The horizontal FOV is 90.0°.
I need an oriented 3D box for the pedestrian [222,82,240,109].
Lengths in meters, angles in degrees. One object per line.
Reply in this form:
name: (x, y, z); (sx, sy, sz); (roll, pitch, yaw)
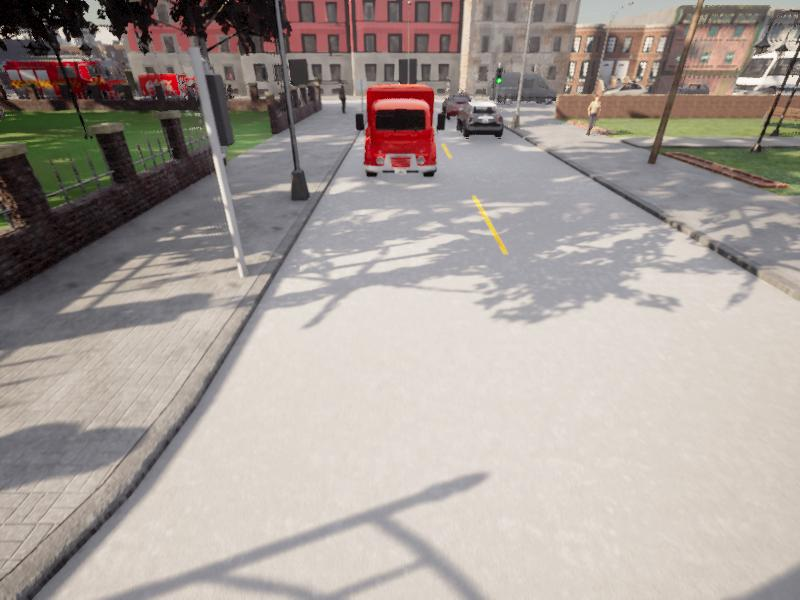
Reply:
pedestrian: (-13.267, -16.149, 31.527); (0.751, 1.860, 0.751); (0, 30, 0)

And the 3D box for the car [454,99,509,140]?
car: (4.005, -9.237, 20.341); (1.970, 1.475, 3.806); (0, 30, 0)

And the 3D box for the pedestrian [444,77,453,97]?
pedestrian: (5.214, -22.860, 43.011); (0.751, 1.860, 0.751); (1, 30, 1)

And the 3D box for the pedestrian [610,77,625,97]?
pedestrian: (23.506, -23.018, 43.287); (0.751, 1.860, 0.751); (3, 30, 6)

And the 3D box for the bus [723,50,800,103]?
bus: (38.481, -21.448, 38.491); (10.273, 4.253, 3.944); (0, 30, 0)

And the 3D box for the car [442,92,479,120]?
car: (4.051, -13.444, 27.647); (1.994, 1.385, 4.181); (1, 30, 1)

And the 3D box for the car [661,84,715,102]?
car: (28.239, -20.345, 39.296); (3.633, 1.501, 1.845); (0, 30, 0)

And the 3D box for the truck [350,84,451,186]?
truck: (0.000, -5.718, 13.337); (2.627, 2.467, 5.204); (0, 30, 0)

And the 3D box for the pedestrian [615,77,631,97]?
pedestrian: (24.103, -23.015, 43.280); (0.751, 1.860, 0.751); (-2, 30, -4)

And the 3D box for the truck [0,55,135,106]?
truck: (-29.037, -19.307, 35.232); (8.468, 3.827, 2.891); (0, 30, 0)

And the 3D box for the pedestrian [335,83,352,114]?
pedestrian: (-3.951, -14.056, 27.949); (0.751, 1.860, 0.751); (24, 38, 35)

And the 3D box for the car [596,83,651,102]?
car: (21.880, -20.386, 39.288); (3.988, 1.617, 1.851); (0, 30, 0)

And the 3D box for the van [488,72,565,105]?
van: (11.292, -19.064, 36.099); (5.915, 2.561, 1.988); (-2, 30, -4)

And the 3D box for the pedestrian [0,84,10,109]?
pedestrian: (-31.826, -16.142, 31.509); (0.751, 1.860, 0.751); (8, 31, 14)

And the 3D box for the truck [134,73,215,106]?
truck: (-19.876, -18.720, 35.573); (5.204, 2.467, 2.627); (0, 30, -1)

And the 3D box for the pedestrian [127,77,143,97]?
pedestrian: (-28.775, -23.137, 43.474); (0.751, 1.860, 0.751); (-2, 30, -4)

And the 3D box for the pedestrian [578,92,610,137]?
pedestrian: (9.108, -8.726, 18.835); (0.751, 1.860, 0.751); (0, 30, 0)
